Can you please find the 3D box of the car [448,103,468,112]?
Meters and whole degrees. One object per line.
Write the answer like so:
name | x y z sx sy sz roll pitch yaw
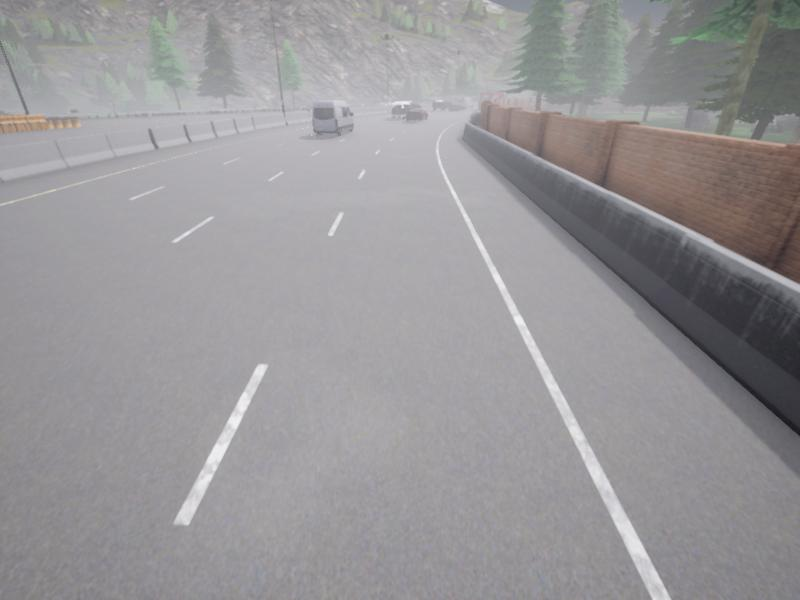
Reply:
car | 11.358 -37.759 78.449 2.128 1.511 4.902 15 31 26

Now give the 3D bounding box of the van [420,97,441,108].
van | 7.957 -50.713 102.515 2.351 2.431 6.366 18 32 30

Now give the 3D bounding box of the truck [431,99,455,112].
truck | 8.783 -39.238 80.589 2.390 2.098 6.274 15 31 26

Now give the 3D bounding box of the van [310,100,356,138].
van | -5.372 -15.079 33.115 1.988 2.561 5.915 3 27 8

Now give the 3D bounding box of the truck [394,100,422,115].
truck | 1.387 -32.195 66.874 2.390 2.098 6.274 11 29 20

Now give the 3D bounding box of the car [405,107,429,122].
car | 2.218 -23.274 50.164 1.882 1.535 5.008 7 28 14

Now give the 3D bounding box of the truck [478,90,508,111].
truck | 19.677 -42.118 84.344 2.891 3.827 8.468 17 32 29

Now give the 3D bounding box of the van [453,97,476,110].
van | 14.383 -43.677 88.873 2.351 2.431 6.366 17 32 29

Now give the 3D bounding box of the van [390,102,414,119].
van | 0.312 -26.182 55.241 2.069 2.038 4.480 8 27 16

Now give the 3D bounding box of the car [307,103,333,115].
car | -13.440 -32.252 67.533 1.801 1.575 5.366 10 29 19
